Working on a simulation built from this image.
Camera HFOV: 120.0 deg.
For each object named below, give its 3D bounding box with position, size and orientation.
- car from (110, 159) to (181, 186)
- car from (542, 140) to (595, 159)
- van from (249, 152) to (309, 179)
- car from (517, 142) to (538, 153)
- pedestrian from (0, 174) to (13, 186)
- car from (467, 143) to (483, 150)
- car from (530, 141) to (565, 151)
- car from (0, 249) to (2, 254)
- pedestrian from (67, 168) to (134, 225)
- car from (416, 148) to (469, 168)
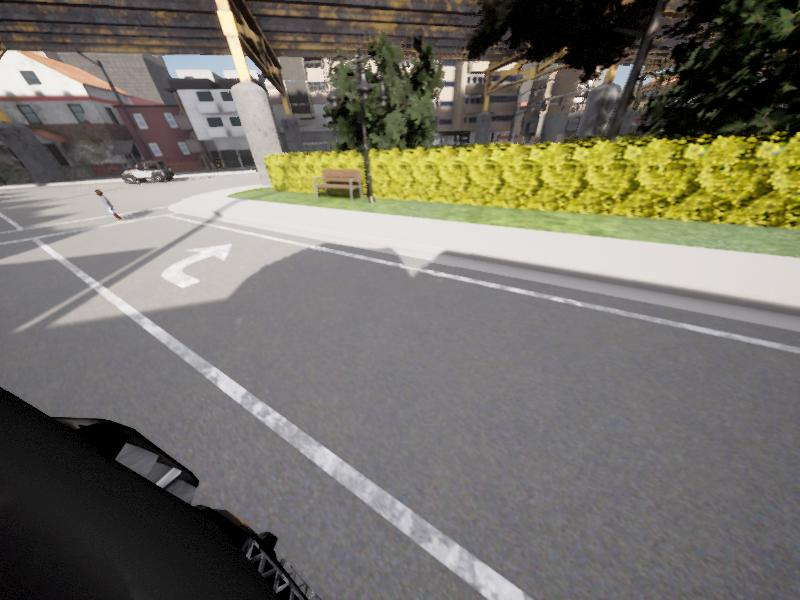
[{"bbox_3d":[-24.713,-12.546,22.656,3.866,1.878,1.905,-10,35,-11],"label":"car"},{"bbox_3d":[20.725,-18.563,28.521,5.027,1.651,2.152,-10,35,-10],"label":"car"},{"bbox_3d":[-11.369,-13.005,22.200,4.480,2.038,2.069,-8,34,-12],"label":"van"},{"bbox_3d":[24.110,-29.049,43.892,2.038,1.542,4.974,4,34,10],"label":"car"},{"bbox_3d":[-43.580,-13.151,25.335,0.500,1.100,0.500,-3,34,-1],"label":"pedestrian"},{"bbox_3d":[21.246,-43.688,65.869,2.038,1.542,4.974,-10,35,-11],"label":"car"},{"bbox_3d":[28.213,-29.600,44.410,2.038,1.542,4.974,-23,39,-27],"label":"car"},{"bbox_3d":[-13.843,-1.990,6.537,3.806,1.475,1.970,17,39,27],"label":"car"},{"bbox_3d":[-11.456,-3.974,8.925,0.751,1.860,0.751,26,43,36],"label":"pedestrian"},{"bbox_3d":[4.583,-15.671,25.437,5.366,1.575,1.801,-10,35,-11],"label":"car"}]
